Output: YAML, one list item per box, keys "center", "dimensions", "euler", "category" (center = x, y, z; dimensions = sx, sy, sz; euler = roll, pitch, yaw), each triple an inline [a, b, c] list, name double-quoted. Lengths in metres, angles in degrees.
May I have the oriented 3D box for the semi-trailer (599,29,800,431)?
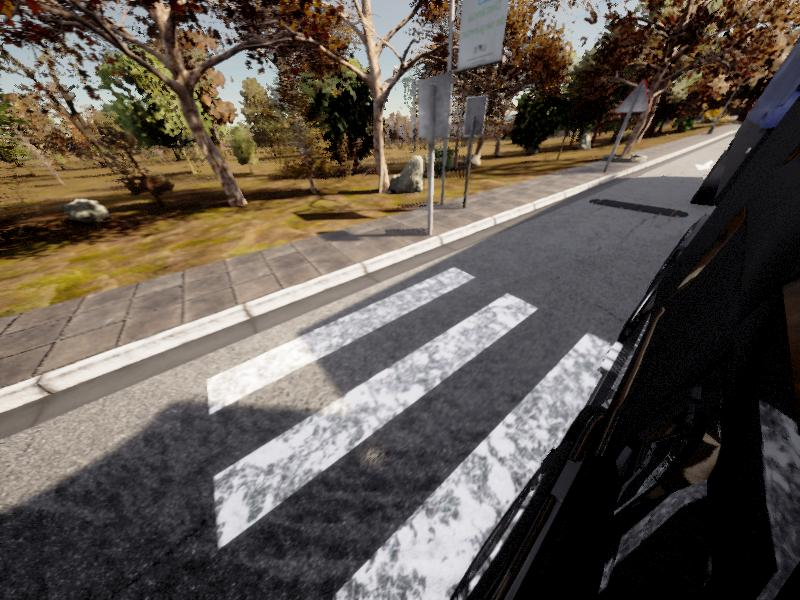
- center: [8.632, -3.648, 4.294]
  dimensions: [14.254, 4.402, 2.717]
  euler: [-29, 44, -30]
  category: "semi-trailer"

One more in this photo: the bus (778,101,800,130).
- center: [49.262, -22.592, 26.680]
  dimensions: [10.273, 4.253, 3.944]
  euler: [-26, 43, -27]
  category: "bus"

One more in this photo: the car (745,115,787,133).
- center: [42.186, -20.274, 26.610]
  dimensions: [4.181, 1.385, 1.994]
  euler: [-26, 43, -27]
  category: "car"

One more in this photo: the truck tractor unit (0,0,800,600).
- center: [2.645, -0.295, 0.351]
  dimensions: [6.516, 4.208, 3.053]
  euler: [-28, 44, -30]
  category: "truck tractor unit"
